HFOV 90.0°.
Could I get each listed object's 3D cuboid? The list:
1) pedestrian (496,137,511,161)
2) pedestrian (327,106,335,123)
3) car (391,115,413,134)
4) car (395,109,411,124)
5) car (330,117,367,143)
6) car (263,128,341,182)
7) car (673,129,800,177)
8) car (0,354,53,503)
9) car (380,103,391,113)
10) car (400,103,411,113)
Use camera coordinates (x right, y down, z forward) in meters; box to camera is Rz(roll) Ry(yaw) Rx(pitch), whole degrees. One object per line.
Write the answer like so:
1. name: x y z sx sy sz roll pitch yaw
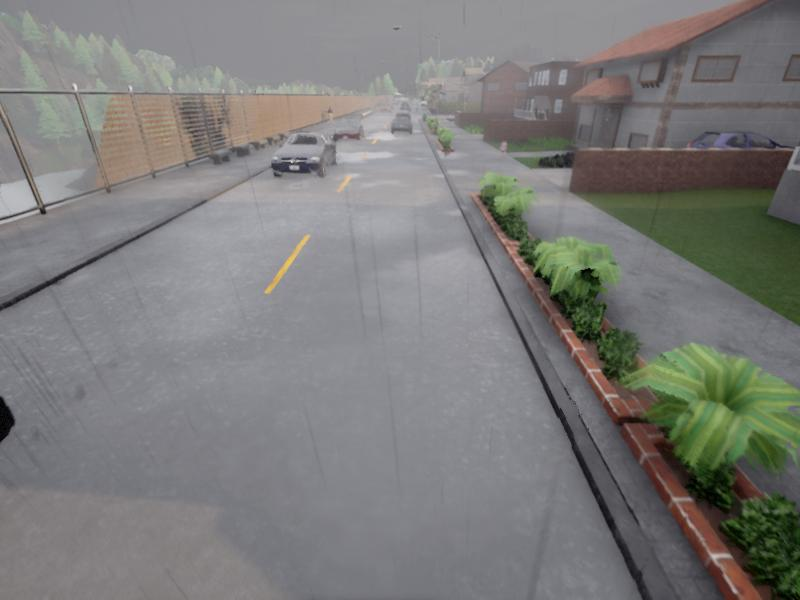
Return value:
1. pedestrian: 5.189 -7.575 20.078 0.500 1.100 0.500 0 27 0
2. pedestrian: -8.388 -22.471 48.515 0.751 1.860 0.751 0 27 0
3. car: 0.189 -16.687 37.967 1.994 1.385 4.181 0 27 1
4. car: 0.409 -23.567 51.291 1.882 1.535 5.008 0 27 1
5. car: -3.919 -13.339 31.275 2.163 1.488 4.792 0 27 1
6. car: -4.135 -6.619 17.925 2.152 1.651 5.027 0 27 1
7. car: 13.093 -5.655 15.334 3.633 1.501 1.845 0 27 1
8. car: -4.408 1.890 1.310 2.038 1.542 4.974 0 27 1
9. car: -3.025 -40.458 84.184 2.097 1.767 4.553 1 27 1
10. car: 1.171 -40.907 85.197 2.242 1.667 4.611 -1 27 -1
